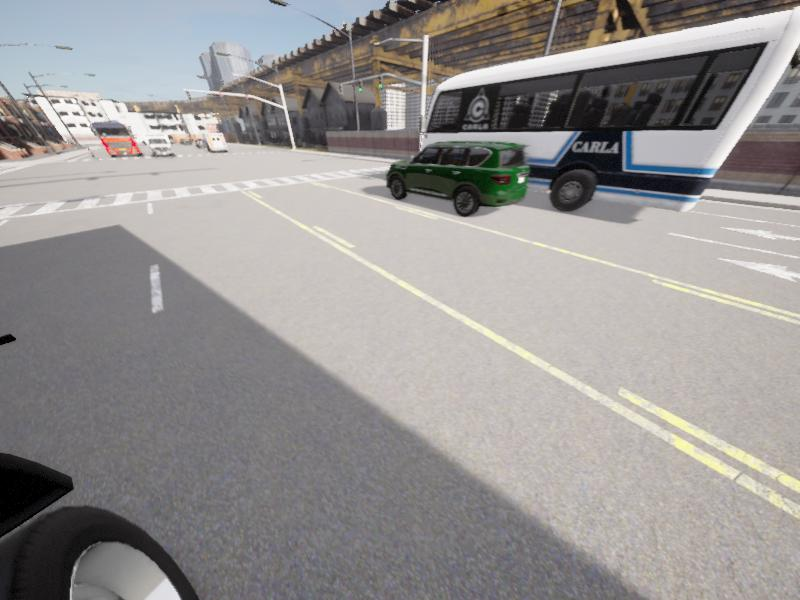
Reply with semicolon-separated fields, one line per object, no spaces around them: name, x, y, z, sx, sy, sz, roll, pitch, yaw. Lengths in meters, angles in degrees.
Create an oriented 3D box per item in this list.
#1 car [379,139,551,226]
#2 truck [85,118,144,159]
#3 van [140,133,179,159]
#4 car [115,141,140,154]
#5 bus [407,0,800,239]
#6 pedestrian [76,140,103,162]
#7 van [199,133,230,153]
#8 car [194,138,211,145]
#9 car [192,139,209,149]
car;1.838;-4.655;8.553;2.150;2.045;5.566;-28;44;-33
truck;-36.182;-20.782;29.722;2.891;3.827;8.468;-28;44;-33
van;-29.593;-19.031;28.436;2.351;2.431;6.366;-28;44;-33
car;-42.543;-23.954;36.173;1.837;1.490;4.892;-28;44;-33
bus;5.257;-6.290;8.913;3.944;4.253;10.273;-28;44;-33
pedestrian;-32.000;-15.403;23.853;0.751;1.860;0.751;-21;41;-26
van;-29.813;-25.238;37.069;2.351;2.431;6.366;-27;44;-32
car;-53.334;-42.692;62.346;4.674;1.442;1.812;24;42;30
car;-40.851;-32.064;47.375;1.789;1.549;3.705;-28;44;-33
